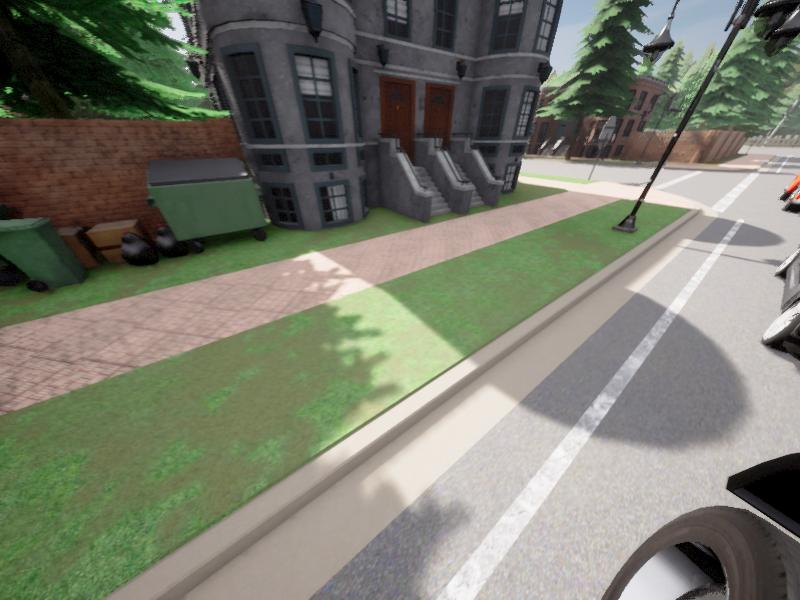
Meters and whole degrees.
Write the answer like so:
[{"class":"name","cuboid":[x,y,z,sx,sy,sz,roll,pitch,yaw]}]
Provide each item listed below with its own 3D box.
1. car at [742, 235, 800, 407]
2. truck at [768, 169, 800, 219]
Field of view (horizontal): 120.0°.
[{"class":"car","cuboid":[6.554,-0.180,2.701,5.238,1.638,1.930,-22,41,-28]},{"class":"truck","cuboid":[15.450,-4.153,7.531,5.204,2.467,2.627,-22,40,-28]}]
